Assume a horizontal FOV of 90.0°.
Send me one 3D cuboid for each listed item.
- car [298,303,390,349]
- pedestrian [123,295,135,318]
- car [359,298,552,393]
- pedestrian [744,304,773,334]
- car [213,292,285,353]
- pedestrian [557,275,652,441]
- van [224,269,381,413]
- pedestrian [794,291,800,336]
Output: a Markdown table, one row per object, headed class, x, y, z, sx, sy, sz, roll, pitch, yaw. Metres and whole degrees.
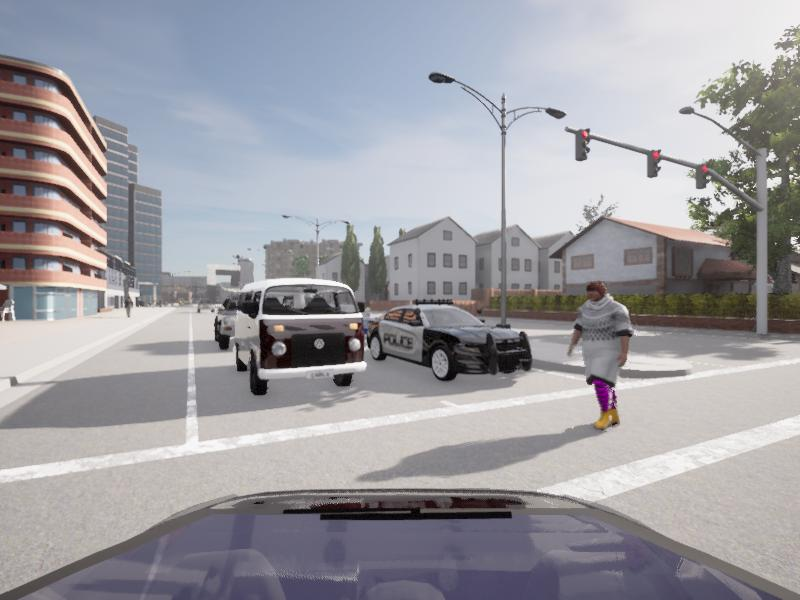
| class | x | y | z | sx | sy | sz | roll | pitch | yaw |
| --- | --- | --- | --- | --- | --- | --- | --- | --- | --- |
| car | -2.416 | 0.888 | 15.948 | 2.163 | 1.488 | 4.792 | 0 | 0 | -28 |
| pedestrian | -22.202 | 0.544 | 32.736 | 0.751 | 1.860 | 0.751 | 0 | 0 | -30 |
| car | 0.898 | 0.796 | 9.702 | 1.930 | 1.638 | 5.238 | 0 | 0 | -28 |
| pedestrian | 16.170 | 0.829 | 18.035 | 0.751 | 1.300 | 0.751 | 0 | 0 | -26 |
| car | -5.661 | 0.684 | 14.606 | 1.932 | 1.855 | 4.605 | 0 | 0 | -28 |
| pedestrian | 2.538 | 0.653 | 5.005 | 0.751 | 1.860 | 0.751 | 0 | 0 | -26 |
| van | -2.274 | 0.590 | 8.145 | 2.069 | 2.038 | 4.480 | 0 | 0 | -28 |
| pedestrian | 16.776 | 0.544 | 16.287 | 0.751 | 1.860 | 0.751 | 0 | 0 | -17 |
